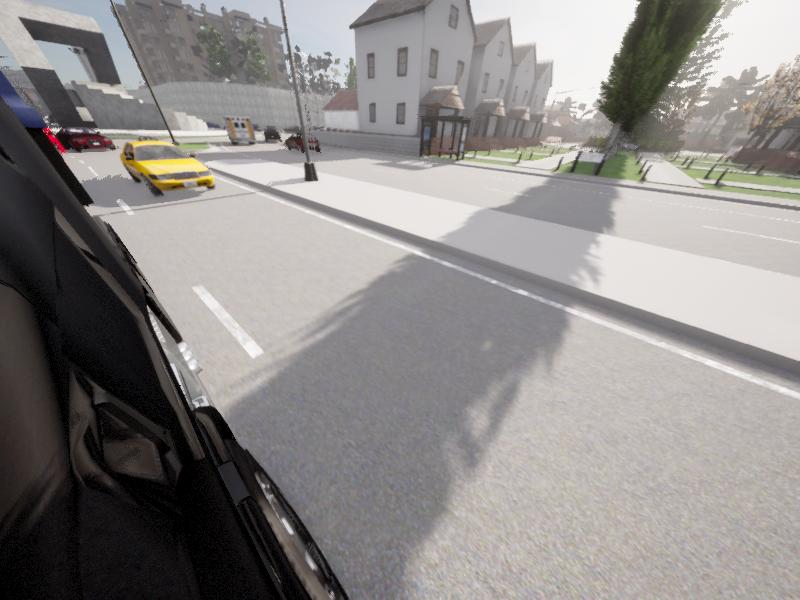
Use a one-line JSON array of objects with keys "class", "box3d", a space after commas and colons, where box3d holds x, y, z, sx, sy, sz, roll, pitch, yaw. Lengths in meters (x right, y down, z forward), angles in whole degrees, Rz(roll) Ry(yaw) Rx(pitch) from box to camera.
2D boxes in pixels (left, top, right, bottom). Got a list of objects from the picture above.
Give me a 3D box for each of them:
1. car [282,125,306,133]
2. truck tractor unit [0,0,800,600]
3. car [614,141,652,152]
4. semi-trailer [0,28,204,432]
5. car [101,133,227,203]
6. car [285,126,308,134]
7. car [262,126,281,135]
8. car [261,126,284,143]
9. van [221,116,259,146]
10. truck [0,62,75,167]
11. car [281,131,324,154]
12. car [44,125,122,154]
[{"class": "car", "box3d": [-27.447, -44.320, 59.852, 2.038, 1.542, 4.974, 29, 44, 31]}, {"class": "truck tractor unit", "box3d": [-2.645, -0.295, 0.351, 6.516, 4.208, 3.053, 28, 44, 30]}, {"class": "car", "box3d": [46.549, -30.791, 46.279, 4.974, 1.542, 2.038, 23, 41, 25]}, {"class": "semi-trailer", "box3d": [-8.827, -3.510, 4.105, 14.254, 4.402, 2.717, 27, 43, 28]}, {"class": "car", "box3d": [-8.910, -5.136, 8.639, 5.366, 1.575, 1.801, 27, 43, 29]}, {"class": "car", "box3d": [-25.708, -42.301, 57.337, 1.812, 1.442, 4.674, 30, 45, 32]}, {"class": "car", "box3d": [-25.894, -34.064, 46.453, 1.895, 1.301, 4.718, -24, 44, -31]}, {"class": "car", "box3d": [-16.994, -22.336, 31.053, 1.930, 1.638, 5.238, -11, 39, -17]}, {"class": "van", "box3d": [-17.767, -18.738, 25.546, 2.351, 2.431, 6.366, -20, 42, -27]}, {"class": "truck", "box3d": [-21.907, -9.723, 12.093, 8.468, 3.827, 2.891, 22, 41, 24]}, {"class": "car", "box3d": [-9.048, -14.603, 21.356, 1.816, 1.474, 4.193, -29, 47, -35]}, {"class": "car", "box3d": [-22.503, -11.471, 16.438, 4.181, 1.385, 1.994, 20, 40, 22]}]
